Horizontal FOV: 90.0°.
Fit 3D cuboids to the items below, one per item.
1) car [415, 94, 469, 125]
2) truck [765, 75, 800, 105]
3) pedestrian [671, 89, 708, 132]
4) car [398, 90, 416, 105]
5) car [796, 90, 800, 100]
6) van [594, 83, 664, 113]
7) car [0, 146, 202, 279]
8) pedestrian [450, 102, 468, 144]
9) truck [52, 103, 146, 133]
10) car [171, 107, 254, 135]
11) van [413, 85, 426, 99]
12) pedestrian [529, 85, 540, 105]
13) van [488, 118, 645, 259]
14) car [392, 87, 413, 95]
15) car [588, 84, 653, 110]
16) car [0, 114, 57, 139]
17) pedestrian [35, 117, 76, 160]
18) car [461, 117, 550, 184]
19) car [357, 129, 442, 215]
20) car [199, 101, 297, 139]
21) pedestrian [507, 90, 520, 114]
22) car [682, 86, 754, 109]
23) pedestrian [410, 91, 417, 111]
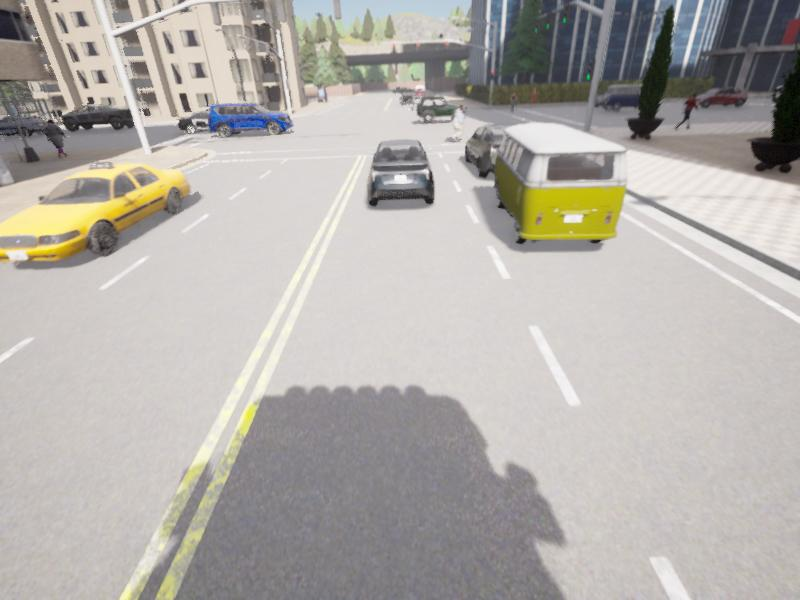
[{"bbox_3d":[3.139,-14.514,30.437,3.866,1.878,1.905,-2,29,1],"label":"car"},{"bbox_3d":[34.779,-17.500,33.160,6.274,2.098,2.390,-2,29,1],"label":"truck"},{"bbox_3d":[14.554,-9.549,20.153,0.751,1.860,0.751,-3,29,-2],"label":"pedestrian"},{"bbox_3d":[1.026,-28.974,57.214,1.930,1.638,5.238,-5,29,-4],"label":"car"},{"bbox_3d":[39.801,-19.162,36.287,5.027,1.651,2.152,-2,29,1],"label":"car"},{"bbox_3d":[18.979,-16.844,33.332,4.442,1.987,1.775,-2,29,1],"label":"van"},{"bbox_3d":[-6.964,-2.390,9.470,1.801,1.575,5.366,-2,29,1],"label":"car"},{"bbox_3d":[2.992,-8.989,20.366,0.751,1.860,0.751,-3,29,-1],"label":"pedestrian"},{"bbox_3d":[-27.481,-16.769,36.755,6.274,2.098,2.390,-2,29,1],"label":"truck"},{"bbox_3d":[-14.340,-13.844,30.861,5.238,1.638,1.930,-4,29,-3],"label":"car"},{"bbox_3d":[3.517,-36.890,71.031,2.069,2.038,4.480,-2,29,1],"label":"van"},{"bbox_3d":[14.358,-21.985,42.828,0.751,1.860,0.751,-2,29,1],"label":"pedestrian"},{"bbox_3d":[3.188,-2.707,8.823,1.775,1.987,4.442,0,29,4],"label":"van"},{"bbox_3d":[0.610,-48.505,92.862,4.892,1.490,1.837,-2,29,1],"label":"car"},{"bbox_3d":[19.966,-18.519,36.418,4.605,1.855,1.932,-2,29,1],"label":"car"},{"bbox_3d":[-32.590,-14.718,33.912,4.856,1.649,2.033,-2,29,1],"label":"car"},{"bbox_3d":[-17.182,-8.078,19.987,0.751,1.860,0.751,-10,30,-13],"label":"pedestrian"},{"bbox_3d":[3.520,-5.499,14.361,2.007,1.525,4.514,-2,29,1],"label":"car"},{"bbox_3d":[0.021,-3.950,11.817,2.007,1.525,4.514,-2,29,1],"label":"car"},{"bbox_3d":[-10.262,-12.388,27.464,5.566,2.045,2.150,-2,29,0],"label":"car"},{"bbox_3d":[10.018,-17.520,35.353,0.751,1.860,0.751,-2,29,1],"label":"pedestrian"},{"bbox_3d":[26.468,-16.906,33.383,4.193,1.474,1.816,-2,29,1],"label":"car"},{"bbox_3d":[1.514,-21.914,44.033,0.751,1.860,0.751,-1,29,2],"label":"pedestrian"}]
